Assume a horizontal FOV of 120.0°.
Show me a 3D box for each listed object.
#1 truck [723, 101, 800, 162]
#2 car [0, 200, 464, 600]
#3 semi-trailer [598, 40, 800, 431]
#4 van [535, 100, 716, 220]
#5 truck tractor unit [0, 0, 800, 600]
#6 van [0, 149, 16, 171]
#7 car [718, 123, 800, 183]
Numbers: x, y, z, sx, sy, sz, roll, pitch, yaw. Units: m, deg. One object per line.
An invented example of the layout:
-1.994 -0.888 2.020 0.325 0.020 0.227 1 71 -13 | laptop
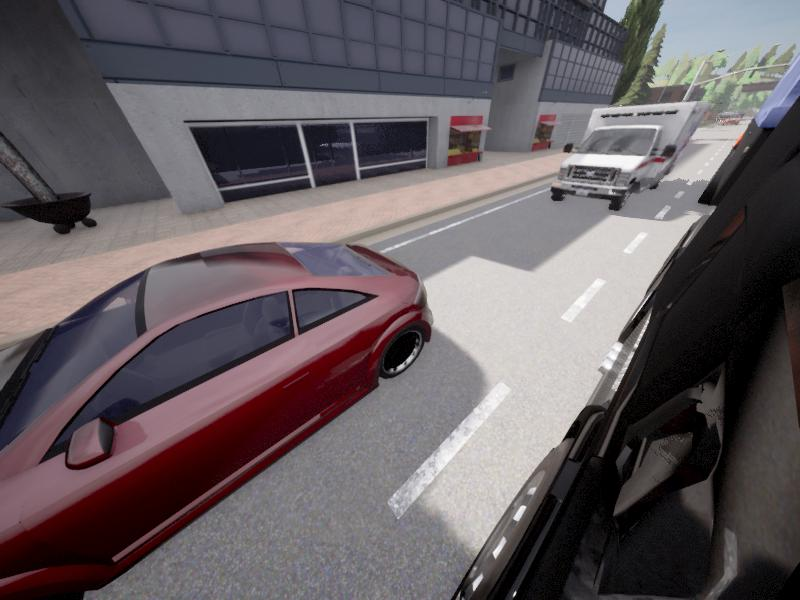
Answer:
21.412 -9.570 13.051 5.204 2.467 2.627 -28 43 -30 | truck
-1.650 0.424 2.034 4.181 1.385 1.994 -28 44 -30 | car
8.696 -3.607 4.230 14.254 4.402 2.717 -28 44 -30 | semi-trailer
7.612 -4.948 7.755 6.366 2.431 2.351 -28 44 -30 | van
2.645 -0.295 0.351 6.516 4.208 3.053 -28 44 -30 | truck tractor unit
-45.712 -15.464 25.044 1.988 2.561 5.915 -28 43 -30 | van
15.842 -6.292 9.679 4.611 1.667 2.242 -28 44 -30 | car
